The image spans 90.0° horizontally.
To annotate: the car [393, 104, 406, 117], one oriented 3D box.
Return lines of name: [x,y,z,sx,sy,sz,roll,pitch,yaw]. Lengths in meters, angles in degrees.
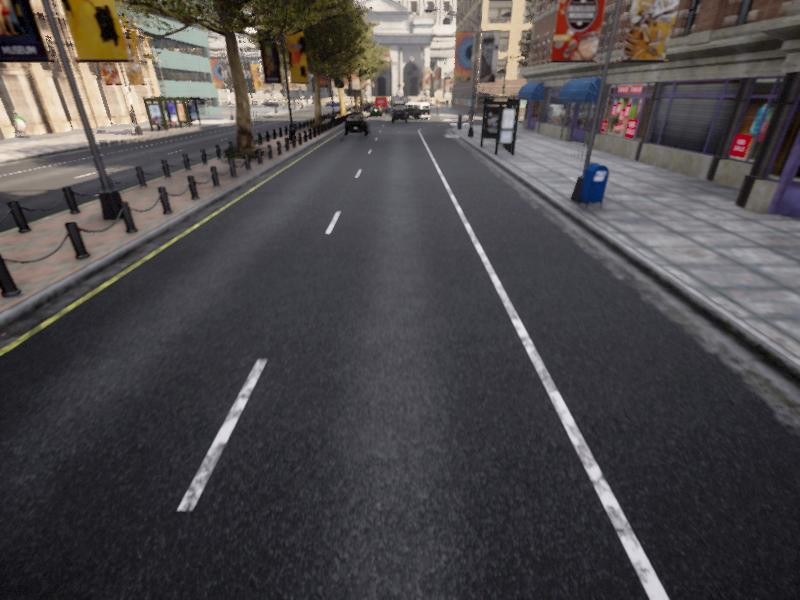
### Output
car: [-0.066,-29.441,61.974,1.930,1.638,5.238,0,27,0]

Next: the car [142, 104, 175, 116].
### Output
car: [-38.518,-30.428,63.965,2.128,1.511,4.902,0,27,0]

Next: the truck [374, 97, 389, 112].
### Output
truck: [-3.582,-37.666,77.051,2.627,2.467,5.204,0,27,0]

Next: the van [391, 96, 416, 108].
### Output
van: [0.842,-48.970,98.857,5.915,2.561,1.988,0,27,0]

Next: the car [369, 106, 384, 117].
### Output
car: [-3.565,-28.596,60.597,1.970,1.475,3.806,0,27,0]

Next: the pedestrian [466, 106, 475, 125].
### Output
pedestrian: [7.474,-19.630,42.595,0.751,1.860,0.751,0,27,0]

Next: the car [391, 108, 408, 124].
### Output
car: [-0.052,-21.923,47.536,1.837,1.490,4.892,0,27,0]

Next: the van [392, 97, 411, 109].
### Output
van: [0.387,-45.325,91.940,2.351,2.431,6.366,10,29,18]

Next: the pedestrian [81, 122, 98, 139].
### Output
pedestrian: [-22.544,-12.315,29.041,0.500,1.100,0.500,6,28,12]

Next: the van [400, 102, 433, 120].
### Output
van: [2.183,-25.349,53.591,2.069,2.038,4.480,-19,33,-31]

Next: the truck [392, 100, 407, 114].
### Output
truck: [-0.074,-33.663,69.665,2.390,2.098,6.274,0,27,0]

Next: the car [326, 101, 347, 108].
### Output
car: [-16.258,-50.012,102.324,5.027,1.651,2.152,0,27,0]

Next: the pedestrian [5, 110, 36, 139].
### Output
pedestrian: [-27.464,-12.702,28.988,0.751,1.860,0.751,2,27,4]

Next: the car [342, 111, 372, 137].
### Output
car: [-3.541,-15.000,33.953,1.930,1.638,5.238,0,27,0]

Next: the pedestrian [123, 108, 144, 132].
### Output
pedestrian: [-22.520,-15.202,33.816,0.751,1.860,0.751,0,27,0]
